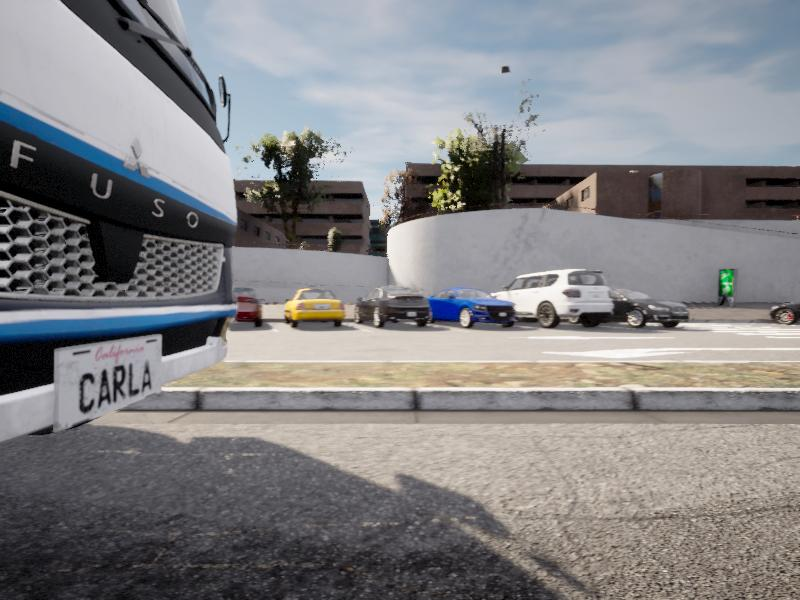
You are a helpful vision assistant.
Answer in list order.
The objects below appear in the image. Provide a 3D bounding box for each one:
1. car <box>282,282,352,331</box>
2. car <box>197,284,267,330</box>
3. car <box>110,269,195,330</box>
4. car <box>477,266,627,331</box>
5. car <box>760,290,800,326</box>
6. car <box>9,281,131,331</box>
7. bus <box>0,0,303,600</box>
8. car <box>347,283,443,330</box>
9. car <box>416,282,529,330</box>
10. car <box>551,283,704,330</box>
[{"bbox_3d":[-3.478,0.236,15.774,1.946,1.575,5.366,0,-1,-20],"label":"car"},{"bbox_3d":[-6.408,0.269,15.628,2.163,1.488,4.792,0,-1,-20],"label":"car"},{"bbox_3d":[-9.335,0.015,15.498,1.878,1.987,4.442,1,-1,-20],"label":"car"},{"bbox_3d":[5.520,-0.011,15.624,2.435,2.045,5.566,0,-1,-20],"label":"car"},{"bbox_3d":[17.461,0.316,15.583,2.002,1.452,4.674,0,-1,-20],"label":"car"},{"bbox_3d":[-12.293,0.239,15.433,1.946,1.575,5.366,1,-1,-20],"label":"car"},{"bbox_3d":[-6.065,-1.130,1.821,10.273,4.253,3.944,0,0,0],"label":"bus"},{"bbox_3d":[-0.430,0.238,15.592,2.231,1.521,4.892,0,-1,-20],"label":"car"},{"bbox_3d":[2.555,0.237,15.602,2.097,1.535,5.008,1,-1,-20],"label":"car"},{"bbox_3d":[8.521,0.247,15.602,2.231,1.521,4.892,1,-1,-20],"label":"car"}]
